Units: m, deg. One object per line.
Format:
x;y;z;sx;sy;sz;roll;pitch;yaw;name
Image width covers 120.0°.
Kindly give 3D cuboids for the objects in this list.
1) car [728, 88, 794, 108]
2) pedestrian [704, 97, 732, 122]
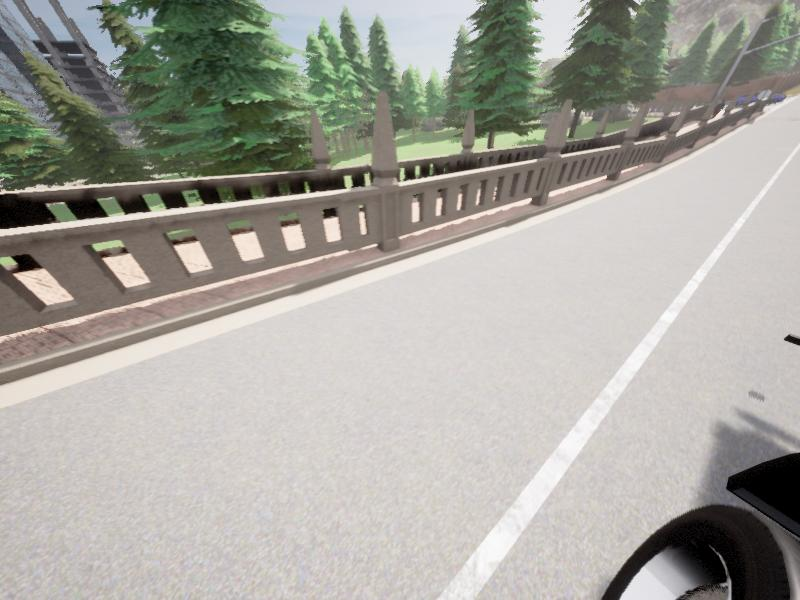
48.773;-27.393;31.369;2.007;1.525;4.514;-29;44;-25;car
32.209;-19.261;23.420;0.751;1.860;0.751;-26;42;-22;pedestrian
